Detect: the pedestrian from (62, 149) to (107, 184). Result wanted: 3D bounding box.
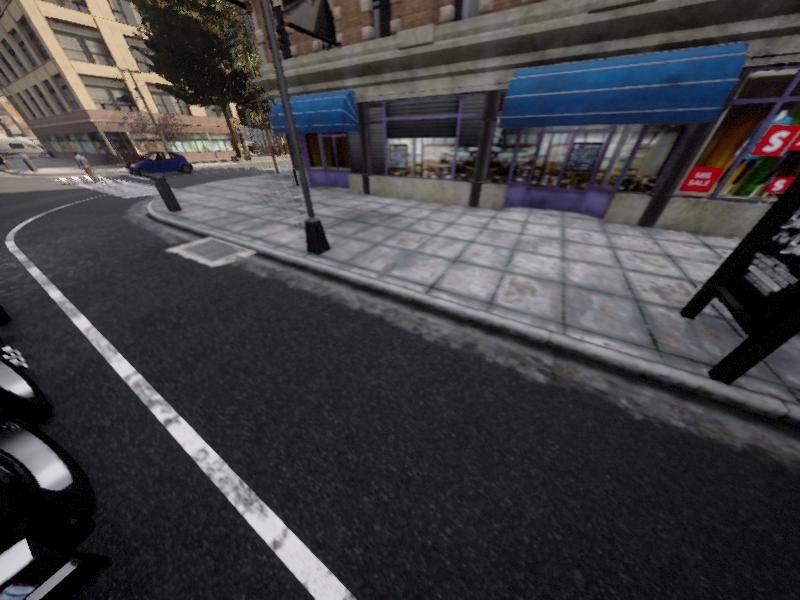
[{"bbox_3d":[-20.338,-8.629,14.951,0.751,1.860,0.751,10,36,15],"label":"pedestrian"}]

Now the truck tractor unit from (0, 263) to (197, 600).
[{"bbox_3d":[-5.113,-0.297,0.788,6.516,4.208,3.053,18,39,24],"label":"truck tractor unit"}]

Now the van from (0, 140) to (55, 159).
[{"bbox_3d":[-67.097,-26.782,40.930,1.988,2.561,5.915,18,39,25],"label":"van"}]

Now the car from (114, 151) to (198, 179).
[{"bbox_3d":[-19.342,-10.933,18.517,1.851,1.617,3.988,20,40,26],"label":"car"}]
